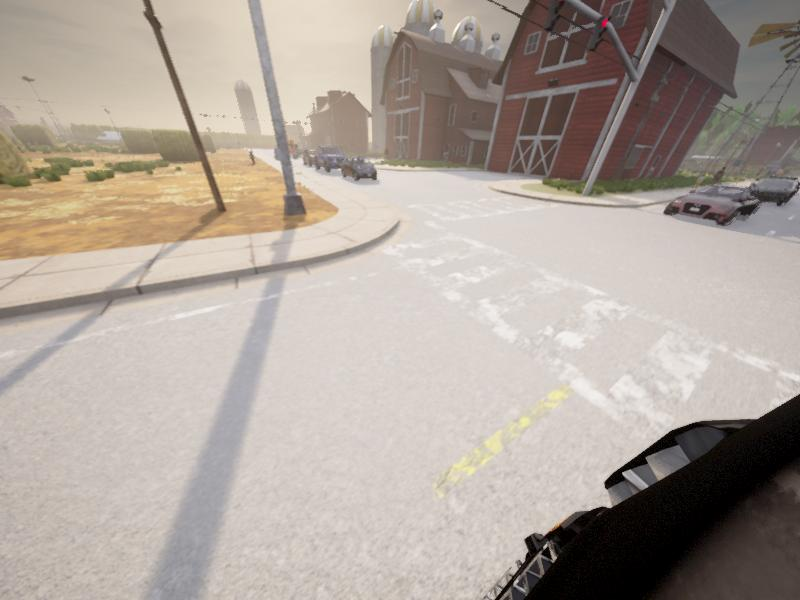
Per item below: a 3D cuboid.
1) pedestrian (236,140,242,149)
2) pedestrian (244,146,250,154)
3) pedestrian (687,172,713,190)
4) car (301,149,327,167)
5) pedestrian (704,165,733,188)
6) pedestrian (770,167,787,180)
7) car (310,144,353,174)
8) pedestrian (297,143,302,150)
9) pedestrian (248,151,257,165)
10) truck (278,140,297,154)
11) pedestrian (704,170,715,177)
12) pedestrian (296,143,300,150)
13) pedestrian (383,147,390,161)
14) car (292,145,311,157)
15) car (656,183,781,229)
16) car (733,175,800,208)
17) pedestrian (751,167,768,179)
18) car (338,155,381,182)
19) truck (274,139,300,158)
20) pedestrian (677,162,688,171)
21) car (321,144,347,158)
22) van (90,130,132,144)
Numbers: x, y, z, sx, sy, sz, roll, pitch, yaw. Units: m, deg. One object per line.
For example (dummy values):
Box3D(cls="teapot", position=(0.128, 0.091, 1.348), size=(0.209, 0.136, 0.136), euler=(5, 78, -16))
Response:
Box3D(cls="pedestrian", position=(-42.169, -40.790, 60.505), size=(0.751, 1.860, 0.751), euler=(26, 40, 30))
Box3D(cls="pedestrian", position=(-26.773, -26.263, 40.359), size=(0.500, 1.100, 0.500), euler=(-8, 35, -15))
Box3D(cls="pedestrian", position=(26.082, -10.348, 20.118), size=(0.751, 1.300, 0.751), euler=(-16, 38, -26))
Box3D(cls="car", position=(-10.010, -16.503, 26.755), size=(1.789, 1.549, 3.705), euler=(-17, 38, -27))
Box3D(cls="pedestrian", position=(30.642, -11.865, 22.250), size=(0.751, 1.860, 0.751), euler=(-12, 36, -21))
Box3D(cls="pedestrian", position=(67.138, -22.389, 40.941), size=(0.751, 1.860, 0.751), euler=(-20, 40, -30))
Box3D(cls="car", position=(-6.556, -13.466, 21.970), size=(2.150, 2.045, 5.566), euler=(-17, 38, -27))
Box3D(cls="pedestrian", position=(-31.955, -48.718, 73.328), size=(0.751, 1.860, 0.751), euler=(-22, 41, -32))
Box3D(cls="pedestrian", position=(-14.211, -13.682, 22.259), size=(0.500, 1.100, 0.500), euler=(-16, 38, -26))
Box3D(cls="truck", position=(-26.753, -36.413, 54.833), size=(2.627, 2.467, 5.204), euler=(-17, 39, -27))
Box3D(cls="pedestrian", position=(51.647, -21.120, 38.540), size=(0.500, 1.100, 0.500), euler=(-18, 39, -29))
Box3D(cls="pedestrian", position=(-32.089, -48.451, 72.913), size=(0.751, 1.860, 0.751), euler=(-8, 35, -16))
Box3D(cls="pedestrian", position=(-2.005, -22.246, 35.191), size=(0.751, 1.860, 0.751), euler=(28, 41, 32))
Box3D(cls="car", position=(-19.234, -28.954, 44.850), size=(2.152, 1.651, 5.027), euler=(-17, 38, -27))
Box3D(cls="car", position=(14.339, -4.389, 10.464), size=(4.181, 1.385, 1.994), euler=(-12, 36, -22))
Box3D(cls="car", position=(25.814, -7.641, 16.010), size=(5.238, 1.638, 1.930), euler=(-16, 38, -26))
Box3D(cls="pedestrian", position=(62.784, -22.218, 40.352), size=(0.751, 1.860, 0.751), euler=(-16, 38, -26))
Box3D(cls="car", position=(-3.062, -9.936, 17.351), size=(1.845, 1.501, 3.633), euler=(-17, 38, -27))
Box3D(cls="truck", position=(-18.935, -25.328, 38.598), size=(2.627, 2.467, 5.204), euler=(-17, 38, -27))
Box3D(cls="pedestrian", position=(70.416, -33.242, 57.629), size=(0.751, 1.860, 0.751), euler=(8, 34, 7))
Box3D(cls="car", position=(-11.712, -26.535, 41.224), size=(3.866, 1.878, 1.905), euler=(10, 40, 13))
Box3D(cls="van", position=(-73.503, -41.553, 59.009), size=(5.915, 2.561, 1.988), euler=(-16, 38, -26))
